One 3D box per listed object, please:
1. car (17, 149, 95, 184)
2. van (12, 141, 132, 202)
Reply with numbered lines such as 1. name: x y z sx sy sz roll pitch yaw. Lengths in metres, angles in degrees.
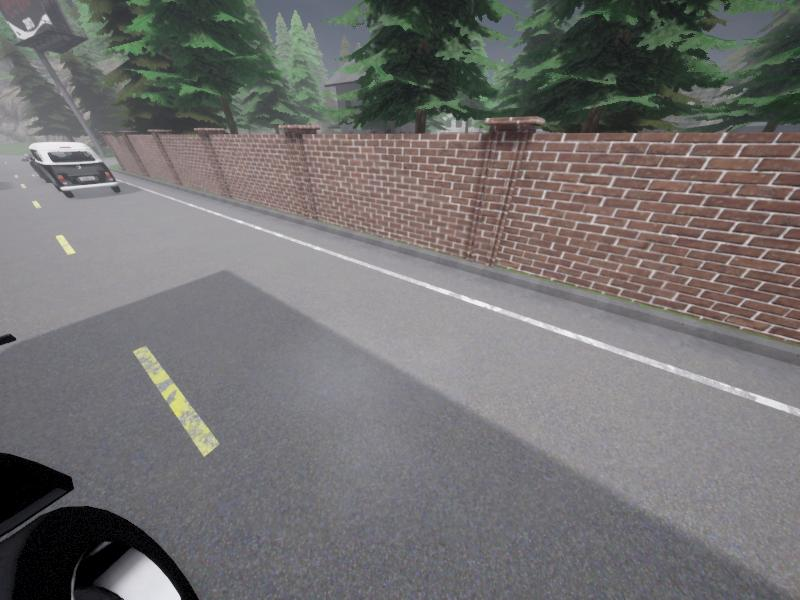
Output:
1. car: -21.524 -8.438 14.451 4.892 1.490 1.837 22 41 27
2. van: -15.179 -6.130 10.741 4.480 2.038 2.069 22 40 27
